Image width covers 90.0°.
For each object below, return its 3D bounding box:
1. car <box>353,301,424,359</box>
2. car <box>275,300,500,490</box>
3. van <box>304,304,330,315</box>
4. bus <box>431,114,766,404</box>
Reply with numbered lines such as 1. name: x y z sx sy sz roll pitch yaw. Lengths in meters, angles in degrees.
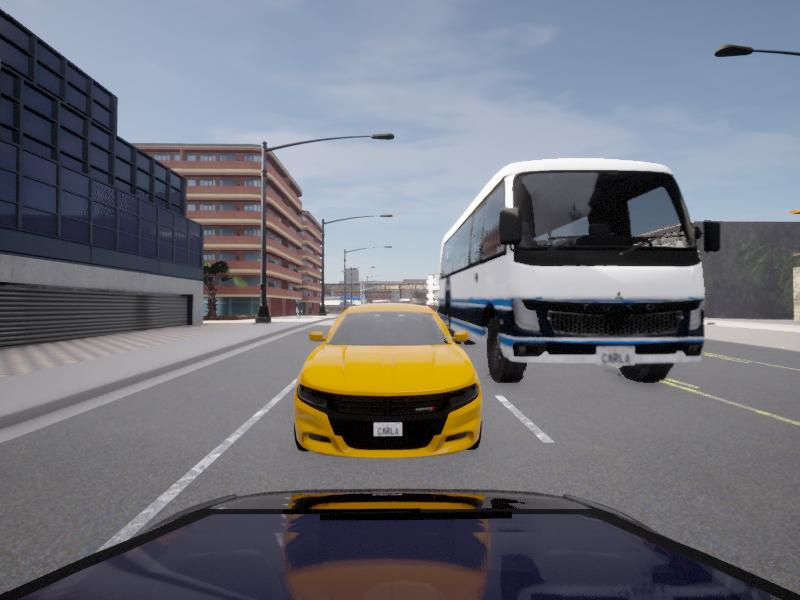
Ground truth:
1. car: -0.325 0.768 12.619 1.812 1.442 4.674 0 1 -1
2. car: -0.158 0.790 5.854 1.882 1.535 5.008 0 1 -1
3. van: -19.654 2.234 95.167 5.915 2.561 1.988 0 -1 -2
4. bus: 3.346 -0.615 11.037 3.944 4.253 10.273 0 0 -1
